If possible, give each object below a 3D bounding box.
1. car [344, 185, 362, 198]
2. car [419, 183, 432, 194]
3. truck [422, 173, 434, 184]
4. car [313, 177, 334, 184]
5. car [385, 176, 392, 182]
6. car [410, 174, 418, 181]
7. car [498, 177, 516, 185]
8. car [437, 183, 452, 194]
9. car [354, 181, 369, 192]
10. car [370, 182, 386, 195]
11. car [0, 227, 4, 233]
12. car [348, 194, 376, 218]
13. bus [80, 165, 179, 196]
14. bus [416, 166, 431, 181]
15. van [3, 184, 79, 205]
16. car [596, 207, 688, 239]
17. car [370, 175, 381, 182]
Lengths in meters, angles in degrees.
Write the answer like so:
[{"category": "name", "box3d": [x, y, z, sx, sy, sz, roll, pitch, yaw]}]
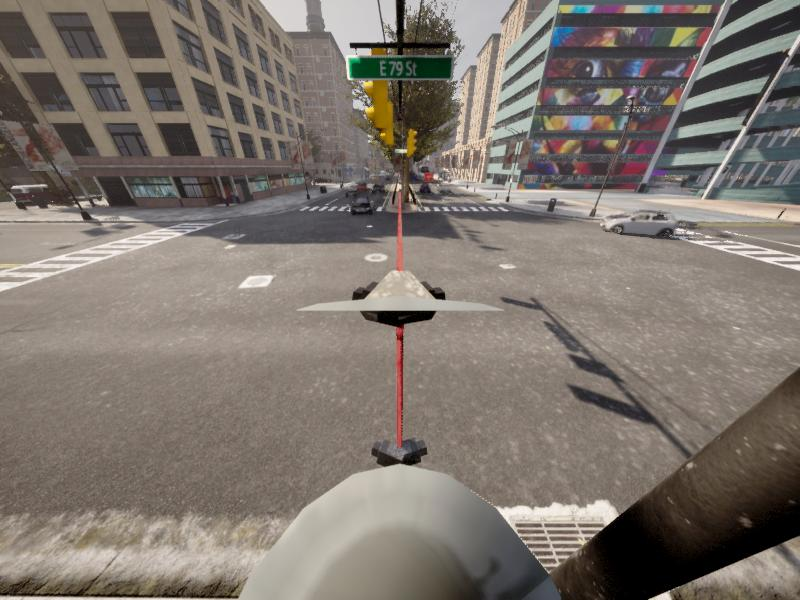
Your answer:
[{"category": "car", "box3d": [-7.151, -16.750, 35.573, 1.812, 1.442, 4.674, 0, 30, 0]}, {"category": "car", "box3d": [4.318, -19.334, 39.963, 1.845, 1.501, 3.633, 0, 30, 0]}, {"category": "truck", "box3d": [7.834, -34.001, 64.463, 2.627, 2.467, 5.204, 0, 31, 1]}, {"category": "car", "box3d": [-20.768, -32.460, 62.732, 4.892, 1.490, 1.837, 0, 30, -1]}, {"category": "car", "box3d": [-3.575, -36.920, 70.583, 1.994, 1.385, 4.181, 0, 30, 0]}, {"category": "car", "box3d": [4.408, -39.337, 74.092, 2.150, 2.045, 5.566, 0, 30, 1]}, {"category": "car", "box3d": [27.196, -30.383, 58.961, 2.161, 1.482, 4.786, 0, 30, 0]}, {"category": "car", "box3d": [7.822, -19.826, 41.045, 1.895, 1.301, 4.718, 0, 30, 0]}, {"category": "car", "box3d": [-7.172, -21.197, 43.194, 2.007, 1.525, 4.514, 0, 30, 0]}, {"category": "car", "box3d": [-3.680, -19.401, 39.935, 2.242, 1.667, 4.611, 0, 30, 0]}, {"category": "car", "box3d": [-30.369, -4.970, 14.973, 5.238, 1.638, 1.930, 0, 30, 1]}, {"category": "car", "box3d": [-3.610, -9.344, 22.662, 2.038, 1.542, 4.974, -1, 30, -1]}, {"category": "bus", "box3d": [-45.272, -20.724, 39.657, 3.944, 4.253, 10.273, 0, 30, 0]}, {"category": "bus", "box3d": [7.821, -42.942, 78.126, 3.944, 4.253, 10.273, 0, 30, 0]}, {"category": "van", "box3d": [-45.158, -13.468, 29.298, 2.069, 2.038, 4.480, 0, 30, 0]}, {"category": "car", "box3d": [15.958, -5.245, 15.560, 3.633, 1.501, 1.845, 11, 32, 19]}, {"category": "car", "box3d": [-7.759, -38.642, 73.354, 1.801, 1.575, 5.366, 6, 31, 11]}]
